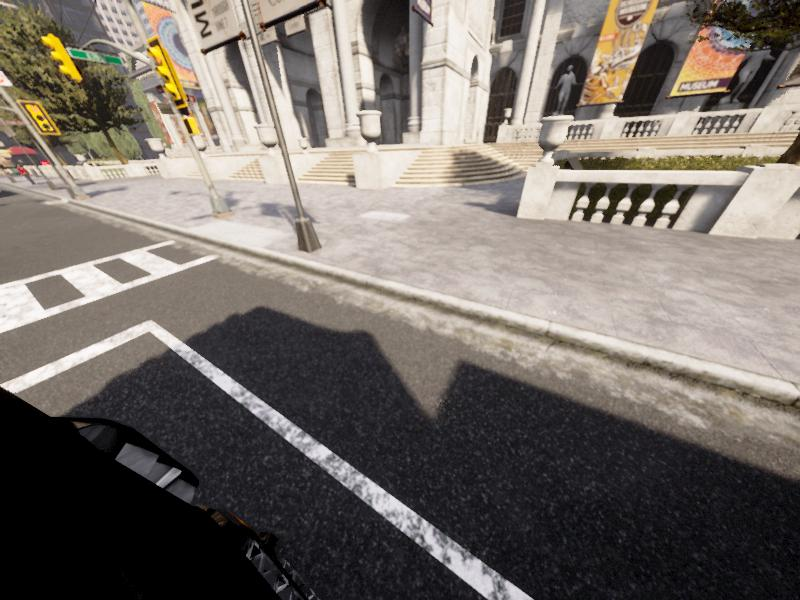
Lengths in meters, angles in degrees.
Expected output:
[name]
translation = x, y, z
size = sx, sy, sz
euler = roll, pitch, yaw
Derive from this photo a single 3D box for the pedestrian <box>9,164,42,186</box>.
[pedestrian]
translation = -37.088, -12.424, 22.913
size = 0.751, 1.860, 0.751
euler = -27, 41, -32
